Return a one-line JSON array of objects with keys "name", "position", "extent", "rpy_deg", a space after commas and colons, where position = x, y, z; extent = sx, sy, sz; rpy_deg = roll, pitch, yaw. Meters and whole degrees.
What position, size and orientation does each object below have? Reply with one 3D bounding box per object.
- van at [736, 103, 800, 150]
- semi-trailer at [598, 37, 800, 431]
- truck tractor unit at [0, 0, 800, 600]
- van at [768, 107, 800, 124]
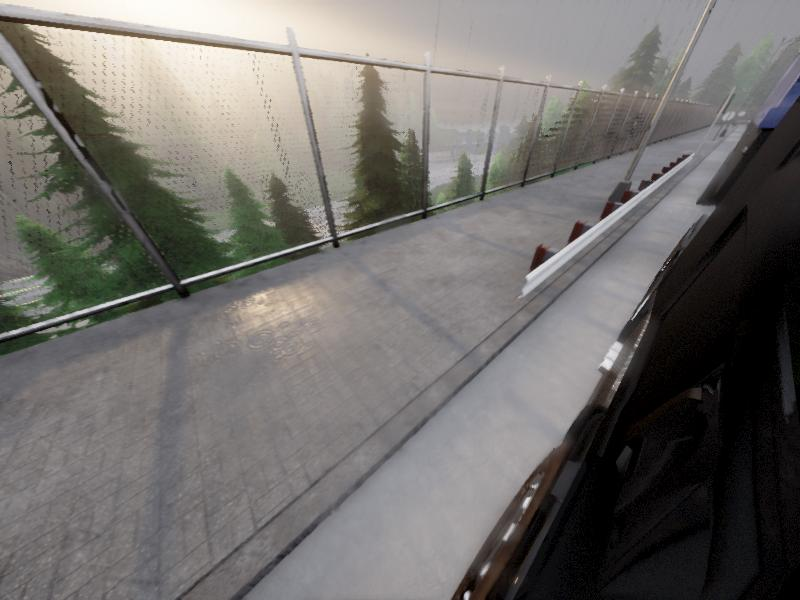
[{"name": "van", "position": [27.876, -12.989, 17.273], "extent": [5.915, 2.561, 1.988], "rpy_deg": [-28, 43, -30]}, {"name": "semi-trailer", "position": [8.697, -3.591, 4.251], "extent": [14.254, 4.402, 2.717], "rpy_deg": [-28, 43, -30]}, {"name": "truck tractor unit", "position": [2.645, -0.295, 0.351], "extent": [6.516, 4.208, 3.053], "rpy_deg": [-28, 44, -30]}, {"name": "van", "position": [80.221, -37.164, 46.503], "extent": [5.915, 2.561, 1.988], "rpy_deg": [11, 37, 17]}]
